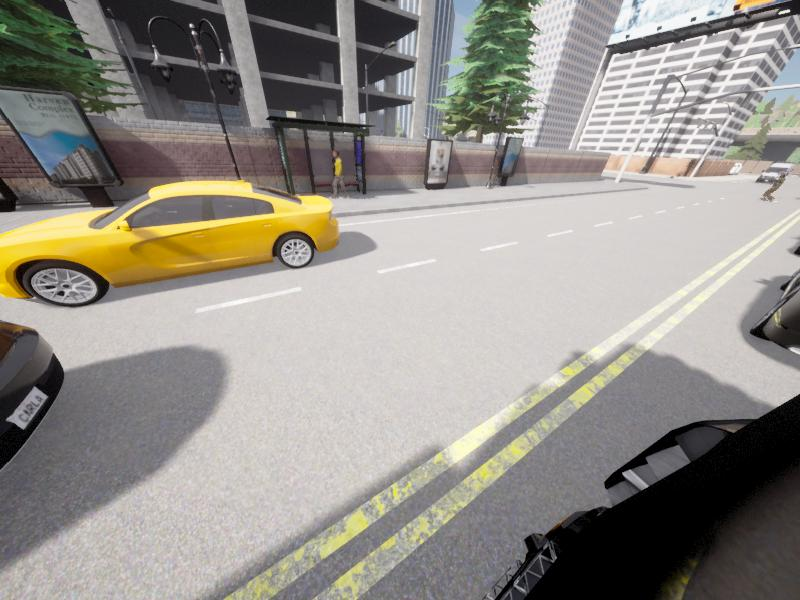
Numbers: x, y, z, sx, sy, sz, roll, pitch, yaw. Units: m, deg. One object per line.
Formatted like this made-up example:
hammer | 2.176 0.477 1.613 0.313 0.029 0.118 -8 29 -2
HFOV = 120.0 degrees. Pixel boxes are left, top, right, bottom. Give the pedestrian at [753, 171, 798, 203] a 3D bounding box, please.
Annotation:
pedestrian | 26.226 -7.899 16.156 0.751 1.860 0.751 -15 37 -24

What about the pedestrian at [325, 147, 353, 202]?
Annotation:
pedestrian | -2.476 -5.125 9.474 0.751 1.860 0.751 -15 38 -25

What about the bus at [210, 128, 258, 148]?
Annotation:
bus | -48.602 -47.658 68.110 10.273 4.253 3.944 -16 38 -26

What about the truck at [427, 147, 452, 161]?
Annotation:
truck | 9.024 -33.892 53.461 2.627 2.467 5.204 -16 38 -26

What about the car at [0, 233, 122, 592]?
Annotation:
car | -4.772 1.161 0.480 4.892 1.490 1.837 -16 38 -26

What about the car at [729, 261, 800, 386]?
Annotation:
car | 7.289 -0.094 3.172 5.238 1.638 1.930 -16 38 -26

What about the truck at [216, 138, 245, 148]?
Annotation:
truck | -48.148 -44.740 65.702 6.274 2.098 2.390 -16 38 -26

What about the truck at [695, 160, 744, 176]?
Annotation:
truck | 67.199 -27.905 48.711 2.615 2.467 5.204 -16 38 -26

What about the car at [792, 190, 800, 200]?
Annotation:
car | 35.094 -8.367 17.423 5.566 2.045 2.150 6 34 5

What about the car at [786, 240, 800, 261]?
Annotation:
car | 13.676 -1.920 6.391 4.611 1.667 2.242 -16 38 -26

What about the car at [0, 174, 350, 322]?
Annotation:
car | -3.724 -1.390 4.364 5.008 1.535 1.882 -16 38 -26

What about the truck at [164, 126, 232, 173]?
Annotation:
truck | -14.207 -10.929 16.786 2.615 2.467 5.204 -16 38 -26

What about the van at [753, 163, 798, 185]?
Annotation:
van | 54.639 -18.396 33.601 5.915 2.561 1.988 -16 38 -26

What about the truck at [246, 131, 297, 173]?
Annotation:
truck | -10.481 -11.992 18.677 2.615 2.467 5.204 -16 38 -26
